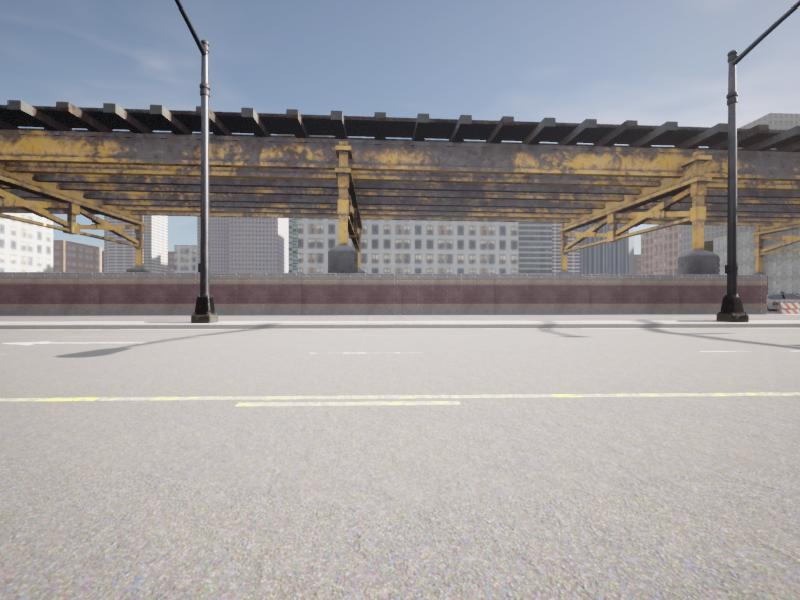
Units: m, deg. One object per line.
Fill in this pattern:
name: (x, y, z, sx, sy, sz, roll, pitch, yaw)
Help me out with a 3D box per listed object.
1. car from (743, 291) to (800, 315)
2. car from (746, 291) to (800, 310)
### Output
car: (27.003, 0.196, 27.666, 4.974, 1.542, 2.038, 0, 0, 42)
car: (26.964, 0.038, 27.700, 4.536, 1.218, 1.853, 0, 0, 42)
